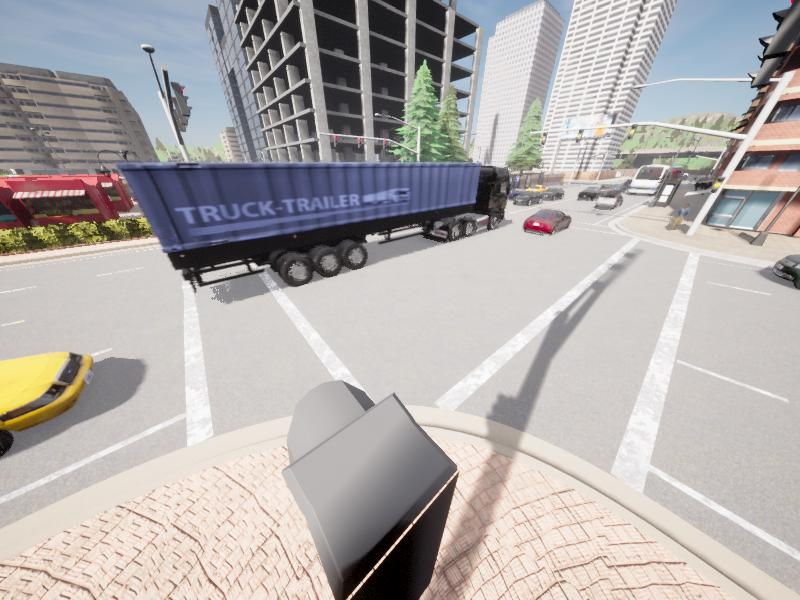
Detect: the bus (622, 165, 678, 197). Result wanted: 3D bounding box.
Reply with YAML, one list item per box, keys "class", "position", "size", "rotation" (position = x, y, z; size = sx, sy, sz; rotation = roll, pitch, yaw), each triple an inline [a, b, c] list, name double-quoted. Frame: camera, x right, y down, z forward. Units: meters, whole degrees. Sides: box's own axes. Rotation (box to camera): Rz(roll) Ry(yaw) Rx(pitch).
- class: "bus"
  position: [41.722, -20.037, 38.471]
  size: [10.273, 4.253, 3.944]
  rotation: [-23, 37, -33]

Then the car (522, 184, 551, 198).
- class: "car"
  position: [21.384, -17.126, 36.131]
  size: [5.008, 1.535, 1.882]
  rotation: [-23, 37, -34]

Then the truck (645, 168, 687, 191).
- class: "truck"
  position: [53.710, -24.507, 46.629]
  size: [8.468, 3.827, 2.891]
  rotation: [-19, 35, -29]

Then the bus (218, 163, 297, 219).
- class: "bus"
  position: [-14.966, -11.743, 23.971]
  size: [3.944, 4.253, 10.273]
  rotation: [-23, 38, -34]

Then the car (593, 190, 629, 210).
- class: "car"
  position: [23.624, -11.246, 25.878]
  size: [3.988, 1.617, 1.851]
  rotation: [-23, 37, -34]

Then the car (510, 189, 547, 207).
- class: "car"
  position: [15.622, -12.414, 28.014]
  size: [4.892, 1.490, 1.837]
  rotation: [-23, 37, -34]

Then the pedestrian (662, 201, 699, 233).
- class: "pedestrian"
  position: [18.680, -5.549, 15.403]
  size: [0.751, 1.860, 0.751]
  rotation: [-16, 34, -26]

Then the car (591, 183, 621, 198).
- class: "car"
  position: [31.961, -17.045, 35.858]
  size: [4.611, 1.667, 2.242]
  rotation: [-23, 37, -34]

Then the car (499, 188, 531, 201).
- class: "car"
  position: [16.067, -14.798, 32.341]
  size: [4.718, 1.301, 1.895]
  rotation: [-23, 37, -34]

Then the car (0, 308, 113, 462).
- class: "car"
  position: [-8.179, 2.036, 2.900]
  size: [5.366, 1.575, 1.801]
  rotation: [-22, 36, -32]

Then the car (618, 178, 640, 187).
- class: "car"
  position: [55.047, -28.442, 55.687]
  size: [1.801, 1.575, 5.366]
  rotation: [11, 32, 19]

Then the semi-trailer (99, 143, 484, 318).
- class: "semi-trailer"
  position: [-1.673, -4.173, 10.776]
  size: [14.254, 4.402, 2.717]
  rotation: [-23, 37, -34]

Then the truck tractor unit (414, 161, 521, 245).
- class: "truck tractor unit"
  position: [4.375, -6.644, 15.241]
  size: [6.516, 4.208, 3.053]
  rotation: [-23, 37, -34]

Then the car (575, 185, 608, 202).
- class: "car"
  position: [26.404, -14.714, 31.851]
  size: [5.238, 1.638, 1.930]
  rotation: [-23, 37, -34]

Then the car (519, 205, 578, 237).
- class: "car"
  position: [10.642, -5.751, 16.521]
  size: [4.181, 1.385, 1.994]
  rotation: [-23, 37, -34]

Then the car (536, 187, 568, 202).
- class: "car"
  position: [21.150, -14.728, 32.022]
  size: [4.892, 1.490, 1.837]
  rotation: [-23, 37, -34]

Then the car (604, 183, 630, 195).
- class: "car"
  position: [37.896, -19.405, 40.223]
  size: [5.357, 1.411, 2.033]
  rotation: [-23, 37, -34]

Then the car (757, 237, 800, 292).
- class: "car"
  position: [16.218, -0.903, 7.905]
  size: [3.705, 1.549, 1.789]
  rotation: [21, 36, 32]

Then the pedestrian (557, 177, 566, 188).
- class: "pedestrian"
  position: [34.209, -24.885, 48.894]
  size: [0.751, 1.860, 0.751]
  rotation: [-20, 36, -31]
